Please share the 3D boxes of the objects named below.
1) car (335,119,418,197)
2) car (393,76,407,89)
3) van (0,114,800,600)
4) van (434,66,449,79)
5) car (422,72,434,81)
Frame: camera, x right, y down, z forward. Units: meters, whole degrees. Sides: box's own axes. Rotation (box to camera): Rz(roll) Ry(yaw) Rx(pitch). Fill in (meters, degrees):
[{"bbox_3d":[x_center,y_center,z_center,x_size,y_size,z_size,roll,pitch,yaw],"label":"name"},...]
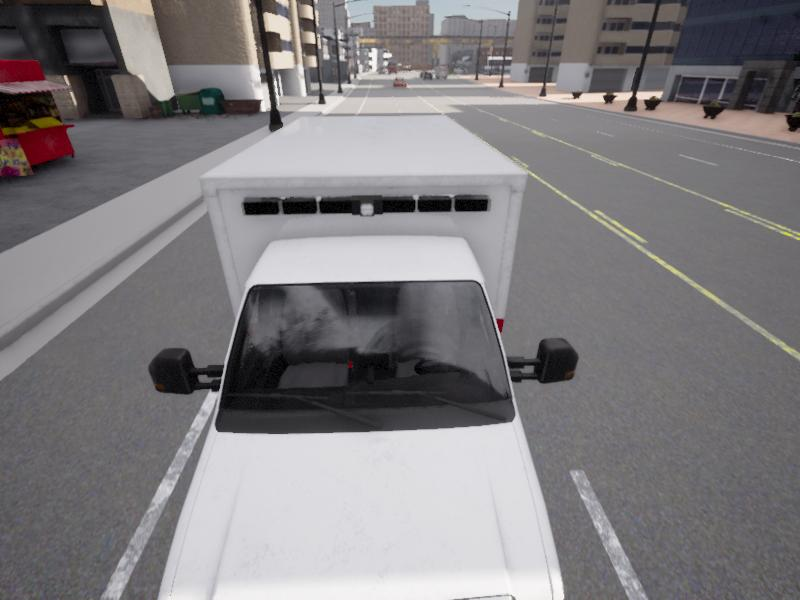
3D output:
[{"bbox_3d":[-0.704,-4.729,12.829,2.128,1.511,4.902,-1,30,-2],"label":"car"},{"bbox_3d":[-0.020,-37.487,68.911,2.242,1.667,4.611,-1,32,-2],"label":"car"},{"bbox_3d":[-0.274,-0.313,4.216,2.351,2.431,6.366,-1,30,-2],"label":"van"},{"bbox_3d":[9.348,-51.718,90.968,2.351,2.431,6.366,-1,31,-2],"label":"van"},{"bbox_3d":[6.035,-48.992,87.486,2.128,1.511,4.902,-1,31,-2],"label":"car"}]
